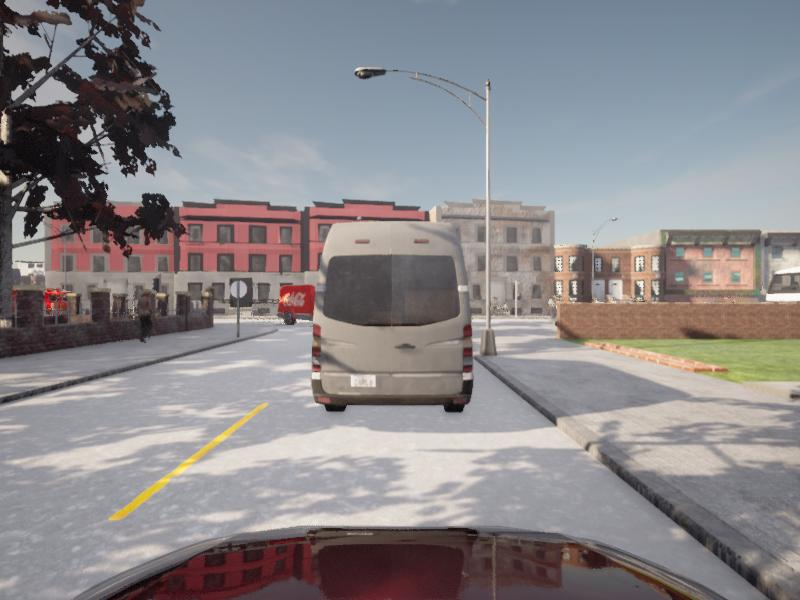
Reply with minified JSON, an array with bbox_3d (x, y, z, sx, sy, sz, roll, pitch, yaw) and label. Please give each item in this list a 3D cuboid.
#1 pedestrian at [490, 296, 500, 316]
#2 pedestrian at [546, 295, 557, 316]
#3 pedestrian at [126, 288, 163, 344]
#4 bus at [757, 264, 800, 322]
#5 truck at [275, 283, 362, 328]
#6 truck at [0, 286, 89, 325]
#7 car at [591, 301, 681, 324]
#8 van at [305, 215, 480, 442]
[{"bbox_3d":[8.587,0.529,36.092,0.751,1.860,0.751,0,0,6],"label":"pedestrian"},{"bbox_3d":[13.636,0.529,36.025,0.751,1.860,0.751,0,0,11],"label":"pedestrian"},{"bbox_3d":[-8.679,0.533,13.633,0.751,1.860,0.751,0,0,14],"label":"pedestrian"},{"bbox_3d":[34.572,-0.537,30.990,10.273,4.253,3.944,0,0,0],"label":"bus"},{"bbox_3d":[-5.095,0.353,24.586,5.204,2.467,2.627,0,-2,43],"label":"truck"},{"bbox_3d":[-24.857,0.352,27.291,5.204,2.467,2.627,0,0,0],"label":"truck"},{"bbox_3d":[15.949,0.820,27.183,5.008,1.535,1.882,0,0,0],"label":"car"},{"bbox_3d":[-0.041,0.321,7.492,1.988,2.561,5.915,0,0,1],"label":"van"}]
